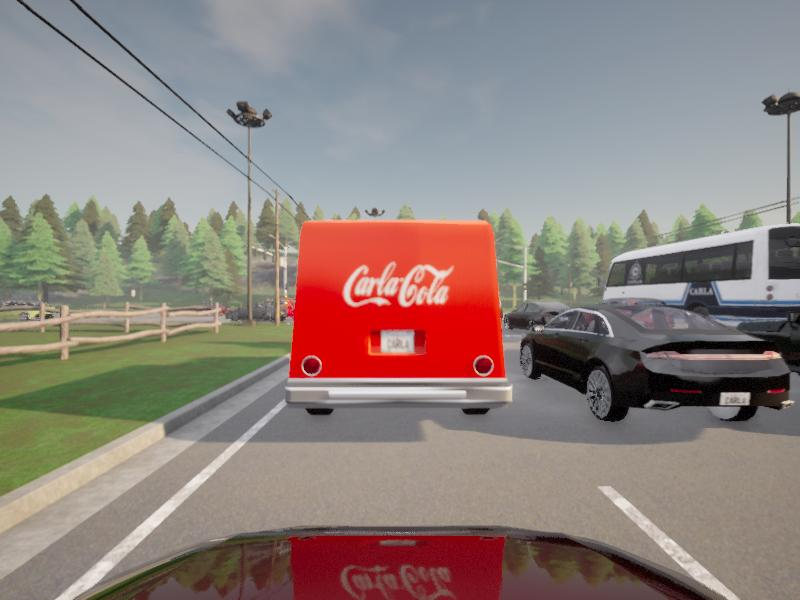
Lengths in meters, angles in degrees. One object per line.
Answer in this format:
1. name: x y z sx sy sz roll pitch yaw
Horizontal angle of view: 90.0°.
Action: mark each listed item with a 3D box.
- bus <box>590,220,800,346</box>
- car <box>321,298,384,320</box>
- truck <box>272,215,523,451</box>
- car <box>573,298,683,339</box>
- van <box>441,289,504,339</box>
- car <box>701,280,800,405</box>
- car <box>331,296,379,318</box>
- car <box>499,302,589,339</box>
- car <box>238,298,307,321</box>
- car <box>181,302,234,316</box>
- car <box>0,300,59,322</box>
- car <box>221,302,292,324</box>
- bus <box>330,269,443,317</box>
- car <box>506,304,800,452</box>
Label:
1. bus: 13.563 -0.558 18.704 3.944 4.253 10.273 0 0 -3
2. car: -3.887 0.714 32.765 4.611 1.667 2.242 0 0 23
3. truck: -0.037 0.345 6.791 2.627 2.467 5.204 0 0 0
4. car: 10.169 0.733 18.402 2.242 1.667 4.611 0 0 -4
5. van: 3.128 0.574 18.245 1.775 1.987 4.442 0 0 -4
6. car: 6.968 0.639 6.037 1.905 1.878 3.866 0 0 0
7. car: -4.025 0.601 36.199 3.866 1.878 1.905 0 0 23
8. car: 6.521 0.827 18.818 2.163 1.488 4.792 0 0 -6
9. car: -9.835 0.717 31.048 4.611 1.667 2.242 0 0 15
10. car: -18.656 0.858 38.919 4.181 1.385 1.994 0 0 3
11. car: -27.588 0.791 28.734 4.514 1.525 2.007 0 0 1
12. car: -9.824 0.872 27.486 4.181 1.385 1.994 0 0 15
13. bus: -1.387 -0.586 39.024 10.273 4.253 3.944 0 -1 25
14. car: 3.464 0.825 6.581 2.128 1.511 4.902 0 0 0
